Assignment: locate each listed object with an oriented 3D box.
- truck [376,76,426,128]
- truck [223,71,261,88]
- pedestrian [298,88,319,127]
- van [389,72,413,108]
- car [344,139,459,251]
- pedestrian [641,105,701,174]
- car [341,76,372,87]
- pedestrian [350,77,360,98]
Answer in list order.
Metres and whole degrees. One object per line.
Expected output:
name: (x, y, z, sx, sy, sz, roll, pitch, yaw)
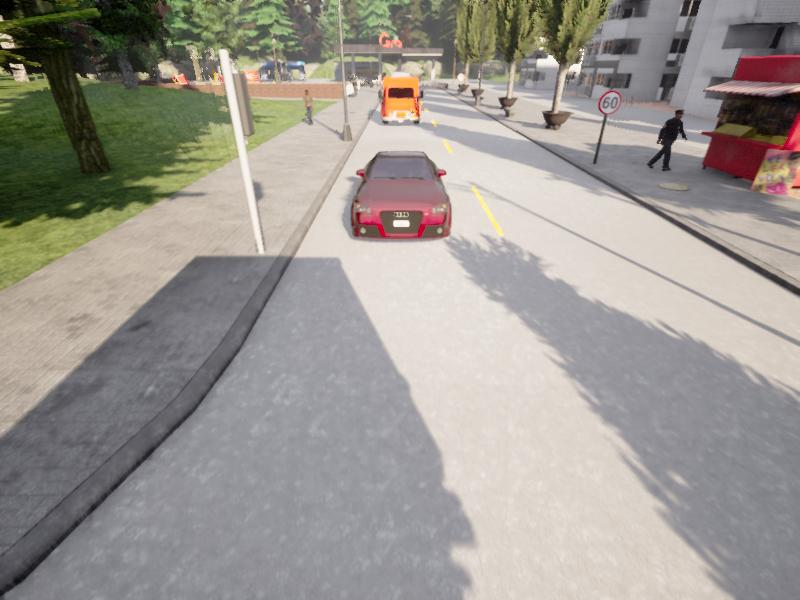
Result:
truck: (0.054, -12.027, 24.094, 2.627, 2.467, 5.204, 0, 31, 0)
truck: (-26.903, -37.729, 68.337, 5.204, 2.467, 2.627, 0, 30, 0)
pedestrian: (-4.995, -10.535, 21.900, 0.751, 1.860, 0.751, 2, 30, 4)
van: (0.089, -18.891, 35.760, 1.988, 2.561, 5.915, 0, 30, 0)
car: (0.024, -2.573, 9.037, 1.994, 1.385, 4.181, 0, 30, 0)
pedestrian: (8.304, -4.946, 12.350, 0.751, 1.860, 0.751, -6, 31, -10)
car: (-7.373, -37.260, 68.150, 4.974, 1.542, 2.038, 4, 31, 7)
pedestrian: (-4.693, -22.365, 42.115, 0.751, 1.860, 0.751, 5, 31, 8)
